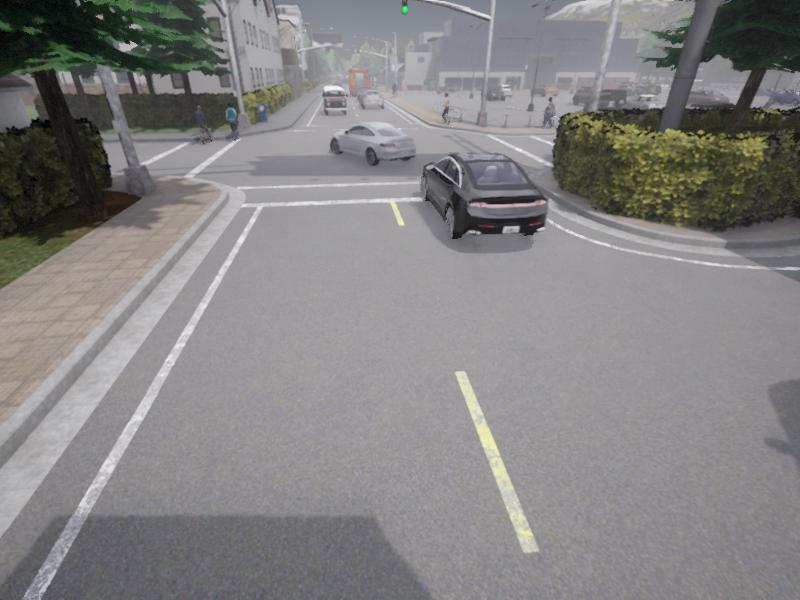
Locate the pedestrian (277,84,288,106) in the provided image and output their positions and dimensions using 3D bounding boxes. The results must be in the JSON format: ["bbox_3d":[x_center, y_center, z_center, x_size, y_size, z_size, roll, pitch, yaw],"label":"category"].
[{"bbox_3d":[-11.436,-19.954,38.995,0.751,1.860,0.751,-9,31,-15],"label":"pedestrian"}]

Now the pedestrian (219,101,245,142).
[{"bbox_3d":[-8.727,-9.307,20.856,0.751,1.860,0.751,-3,30,-6],"label":"pedestrian"}]

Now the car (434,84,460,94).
[{"bbox_3d":[8.186,-37.162,70.333,4.193,1.474,1.816,-4,30,-7],"label":"car"}]

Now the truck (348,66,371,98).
[{"bbox_3d":[-5.745,-31.931,58.385,2.891,3.827,8.468,-2,30,-3],"label":"truck"}]

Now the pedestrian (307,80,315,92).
[{"bbox_3d":[-15.796,-38.013,70.997,0.751,1.860,0.751,21,36,32],"label":"pedestrian"}]

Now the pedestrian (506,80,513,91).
[{"bbox_3d":[20.761,-40.720,75.860,0.751,1.860,0.751,-3,30,-5],"label":"pedestrian"}]

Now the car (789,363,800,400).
[{"bbox_3d":[4.764,1.452,2.203,2.242,1.667,4.611,13,30,22],"label":"car"}]

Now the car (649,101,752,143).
[{"bbox_3d":[16.351,-9.798,21.954,3.866,1.878,1.905,-3,30,-6],"label":"car"}]

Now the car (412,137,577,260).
[{"bbox_3d":[1.749,-2.691,9.444,2.128,1.511,4.902,-4,30,-7],"label":"car"}]

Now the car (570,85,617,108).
[{"bbox_3d":[19.566,-20.742,40.748,1.932,1.855,4.605,-4,30,-7],"label":"car"}]

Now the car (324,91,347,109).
[{"bbox_3d":[-6.410,-19.946,39.844,1.994,1.385,4.181,-4,30,-7],"label":"car"}]

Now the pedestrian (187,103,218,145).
[{"bbox_3d":[-9.978,-8.899,20.261,0.751,1.860,0.751,3,30,4],"label":"pedestrian"}]

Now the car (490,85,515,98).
[{"bbox_3d":[14.046,-28.787,55.122,1.970,1.475,3.806,-4,30,-7],"label":"car"}]

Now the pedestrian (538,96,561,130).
[{"bbox_3d":[9.177,-11.515,24.623,0.751,1.860,0.751,-4,30,-7],"label":"pedestrian"}]

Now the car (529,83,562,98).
[{"bbox_3d":[20.363,-29.431,56.108,2.152,1.636,5.027,-4,30,-7],"label":"car"}]

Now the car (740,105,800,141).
[{"bbox_3d":[22.751,-10.083,22.735,4.856,1.649,2.033,-4,30,-6],"label":"car"}]

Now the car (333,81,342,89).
[{"bbox_3d":[-13.020,-44.962,83.583,1.837,1.490,4.892,-4,30,-7],"label":"car"}]

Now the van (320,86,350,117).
[{"bbox_3d":[-5.497,-16.675,33.429,2.069,2.038,4.480,-6,30,-10],"label":"van"}]

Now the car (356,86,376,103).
[{"bbox_3d":[-4.093,-24.647,47.934,2.038,1.542,4.974,-4,30,-7],"label":"car"}]

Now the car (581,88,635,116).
[{"bbox_3d":[17.356,-16.684,33.582,1.905,1.878,3.866,-4,30,-7],"label":"car"}]

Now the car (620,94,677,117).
[{"bbox_3d":[20.732,-16.353,33.583,1.970,1.475,3.806,-4,30,-7],"label":"car"}]

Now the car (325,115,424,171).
[{"bbox_3d":[-1.196,-6.729,16.852,1.812,1.442,4.674,-21,37,-31],"label":"car"}]

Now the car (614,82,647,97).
[{"bbox_3d":[33.044,-30.327,57.557,1.905,1.878,3.866,-4,30,-7],"label":"car"}]

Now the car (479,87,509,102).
[{"bbox_3d":[11.354,-25.032,48.660,2.007,1.523,4.514,-4,30,-7],"label":"car"}]

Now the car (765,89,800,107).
[{"bbox_3d":[41.916,-21.636,42.818,1.845,1.501,3.633,-4,30,-7],"label":"car"}]

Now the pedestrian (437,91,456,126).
[{"bbox_3d":[2.918,-12.032,25.128,0.751,1.860,0.751,26,38,37],"label":"pedestrian"}]

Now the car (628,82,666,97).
[{"bbox_3d":[35.868,-30.701,58.260,1.932,1.855,4.605,-4,30,-7],"label":"car"}]

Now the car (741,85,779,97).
[{"bbox_3d":[54.305,-31.599,60.438,1.845,1.501,3.633,-4,30,-7],"label":"car"}]

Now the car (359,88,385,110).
[{"bbox_3d":[-2.820,-19.957,39.616,2.152,1.651,5.027,-4,30,-7],"label":"car"}]

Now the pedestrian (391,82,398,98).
[{"bbox_3d":[-0.711,-26.869,51.150,0.751,1.860,0.751,6,30,10],"label":"pedestrian"}]

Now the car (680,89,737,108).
[{"bbox_3d":[32.006,-21.027,41.683,2.007,1.523,4.514,-4,30,-7],"label":"car"}]
